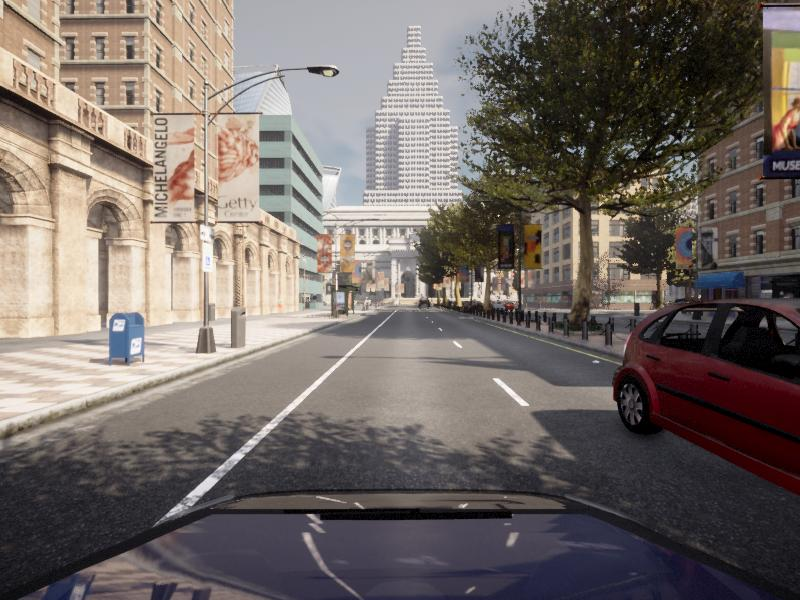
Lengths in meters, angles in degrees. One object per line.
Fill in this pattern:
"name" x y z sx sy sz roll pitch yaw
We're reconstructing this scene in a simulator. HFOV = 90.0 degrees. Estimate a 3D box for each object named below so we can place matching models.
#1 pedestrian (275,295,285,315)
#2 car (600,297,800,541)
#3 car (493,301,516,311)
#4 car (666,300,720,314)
"pedestrian" -11.474 0.485 38.391 0.751 1.860 0.751 0 0 0
"car" 3.587 0.788 3.390 1.851 1.617 3.988 0 0 1
"car" 16.351 0.851 63.000 2.163 1.488 4.792 0 0 -4
"car" 34.731 0.826 47.556 4.974 1.542 2.038 0 0 -1
